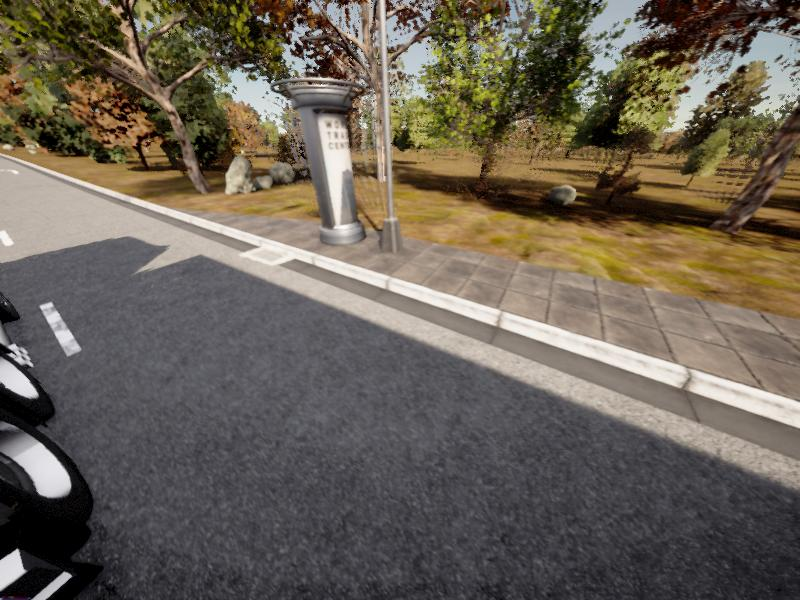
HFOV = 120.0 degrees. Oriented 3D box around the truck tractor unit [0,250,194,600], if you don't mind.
[{"bbox_3d":[-5.085,-0.326,0.815,6.516,4.208,3.053,19,39,25],"label":"truck tractor unit"}]
